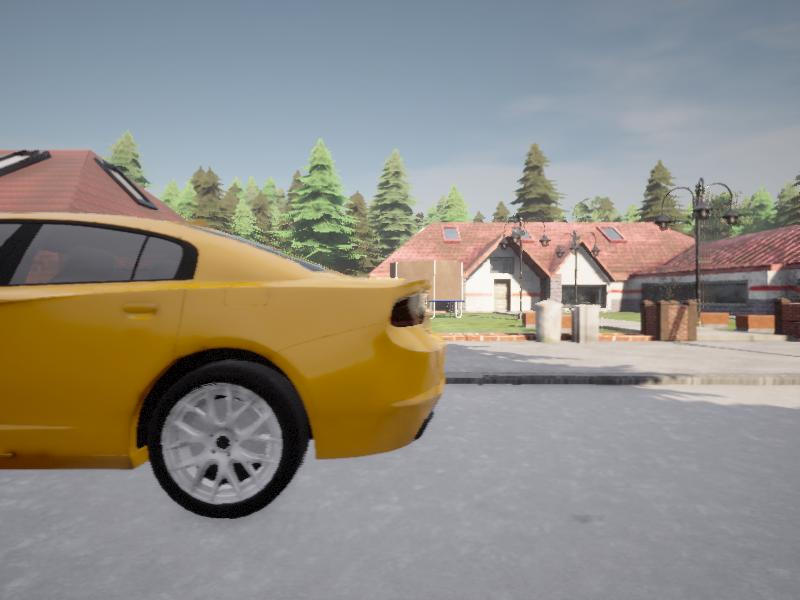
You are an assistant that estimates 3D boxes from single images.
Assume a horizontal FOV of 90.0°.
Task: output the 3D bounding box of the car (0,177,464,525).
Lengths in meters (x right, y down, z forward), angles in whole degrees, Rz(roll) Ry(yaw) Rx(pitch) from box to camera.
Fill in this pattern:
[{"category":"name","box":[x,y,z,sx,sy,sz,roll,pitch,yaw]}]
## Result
[{"category":"car","box":[-2.209,0.220,2.736,5.008,1.535,1.882,0,0,1]}]
